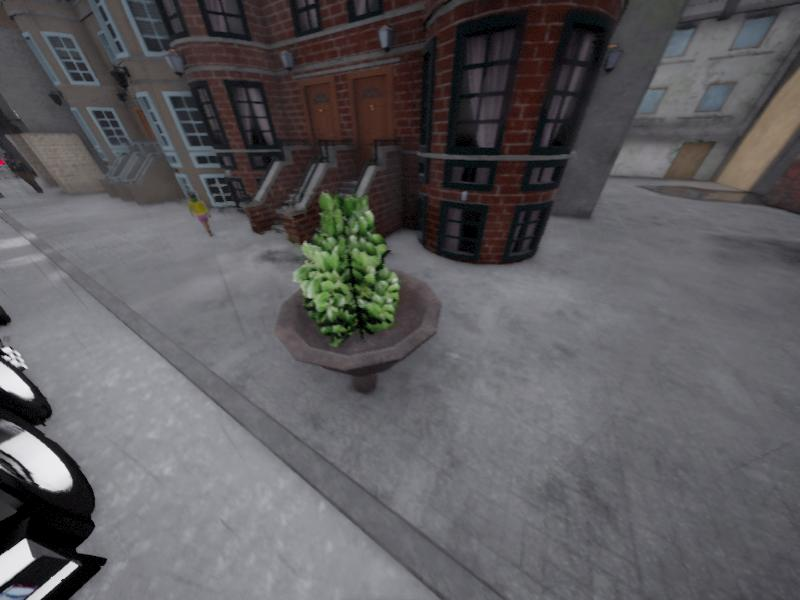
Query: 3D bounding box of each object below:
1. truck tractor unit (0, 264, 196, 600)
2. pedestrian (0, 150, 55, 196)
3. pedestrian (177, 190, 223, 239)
[{"bbox_3d":[-5.112,-0.296,0.793,6.516,4.208,3.053,18,39,24],"label":"truck tractor unit"},{"bbox_3d":[-18.275,-6.186,11.245,0.751,1.860,0.751,19,39,26],"label":"pedestrian"},{"bbox_3d":[-5.301,-2.276,6.155,0.500,1.100,0.500,-27,43,-33],"label":"pedestrian"}]
